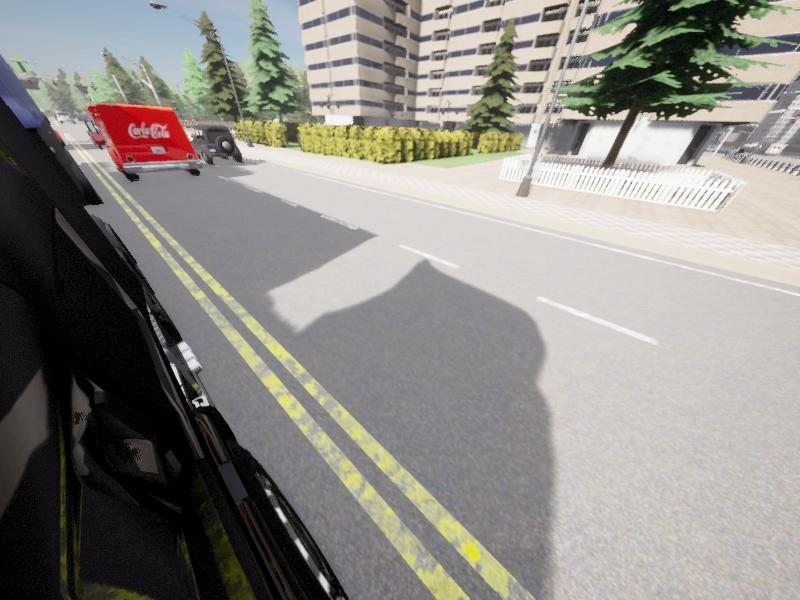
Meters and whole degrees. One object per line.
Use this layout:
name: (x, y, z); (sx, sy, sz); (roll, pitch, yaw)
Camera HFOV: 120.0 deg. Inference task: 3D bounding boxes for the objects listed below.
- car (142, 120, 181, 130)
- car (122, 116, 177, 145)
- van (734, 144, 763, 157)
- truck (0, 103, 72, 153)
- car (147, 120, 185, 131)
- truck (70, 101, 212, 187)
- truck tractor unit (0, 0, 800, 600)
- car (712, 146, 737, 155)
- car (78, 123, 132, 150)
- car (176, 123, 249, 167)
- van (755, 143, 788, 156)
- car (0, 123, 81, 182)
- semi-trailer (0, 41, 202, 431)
car: (-46.765, -34.388, 45.424); (2.163, 1.488, 4.792); (28, 44, 30)
car: (-24.345, -16.458, 22.398); (5.566, 2.045, 2.150); (28, 44, 30)
van: (76.948, -33.143, 51.156); (2.069, 2.038, 4.480); (28, 44, 30)
truck: (-25.453, -11.754, 15.673); (5.204, 2.467, 2.627); (28, 44, 29)
car: (-44.094, -32.976, 43.666); (2.007, 1.525, 4.514); (28, 44, 30)
truck: (-11.264, -6.915, 10.116); (5.204, 2.467, 2.627); (28, 44, 30)
truck tractor unit: (-2.645, -0.295, 0.351); (6.516, 4.208, 3.053); (28, 44, 30)
car: (73.971, -34.196, 52.746); (2.038, 1.542, 4.974); (28, 44, 30)
car: (-22.993, -12.789, 18.009); (3.633, 1.501, 1.845); (28, 44, 30)
car: (-11.334, -9.456, 13.991); (3.866, 1.878, 1.905); (28, 44, 30)
van: (92.766, -37.631, 57.827); (2.351, 2.431, 6.366); (28, 44, 30)
car: (-15.852, -6.296, 9.666); (4.611, 1.667, 2.242); (28, 43, 30)
semi-trailer: (-8.699, -3.605, 4.226); (14.254, 4.402, 2.717); (28, 44, 30)
